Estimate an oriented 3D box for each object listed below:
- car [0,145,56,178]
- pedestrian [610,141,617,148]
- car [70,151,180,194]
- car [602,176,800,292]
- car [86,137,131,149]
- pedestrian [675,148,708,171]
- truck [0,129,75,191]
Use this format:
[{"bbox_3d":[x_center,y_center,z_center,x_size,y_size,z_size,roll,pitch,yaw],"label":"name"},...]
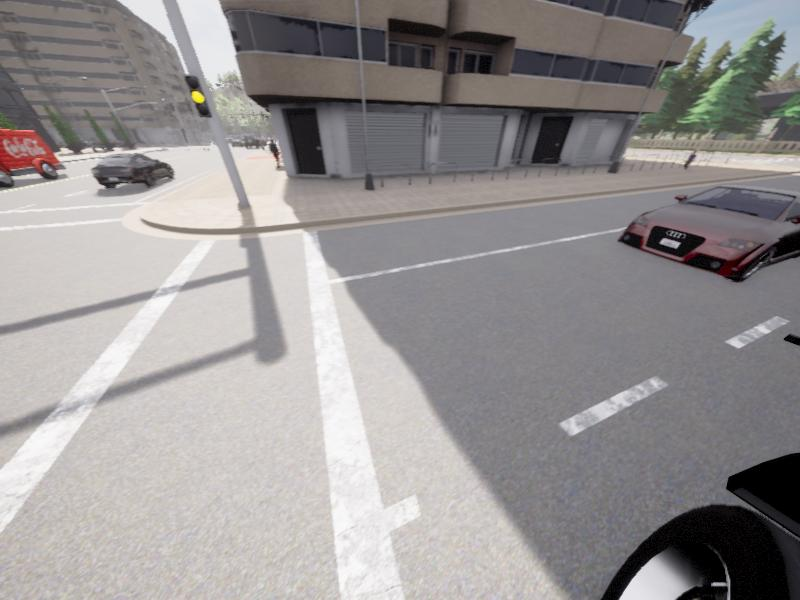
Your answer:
[{"bbox_3d":[-26.557,-9.046,15.091,1.801,1.575,5.366,-12,37,-16],"label":"car"},{"bbox_3d":[39.495,-28.739,42.728,0.500,1.100,0.500,-11,37,-15],"label":"pedestrian"},{"bbox_3d":[-14.104,-6.977,12.339,1.812,1.442,4.674,-13,37,-17],"label":"car"},{"bbox_3d":[7.194,-1.680,5.039,4.181,1.385,1.994,-12,37,-17],"label":"car"},{"bbox_3d":[-54.567,-29.542,43.406,4.553,1.767,2.097,-12,37,-16],"label":"car"},{"bbox_3d":[20.630,-9.943,16.366,0.751,1.300,0.751,-12,37,-16],"label":"pedestrian"},{"bbox_3d":[-21.617,-7.430,12.077,2.627,2.467,5.204,-12,37,-16],"label":"truck"}]
